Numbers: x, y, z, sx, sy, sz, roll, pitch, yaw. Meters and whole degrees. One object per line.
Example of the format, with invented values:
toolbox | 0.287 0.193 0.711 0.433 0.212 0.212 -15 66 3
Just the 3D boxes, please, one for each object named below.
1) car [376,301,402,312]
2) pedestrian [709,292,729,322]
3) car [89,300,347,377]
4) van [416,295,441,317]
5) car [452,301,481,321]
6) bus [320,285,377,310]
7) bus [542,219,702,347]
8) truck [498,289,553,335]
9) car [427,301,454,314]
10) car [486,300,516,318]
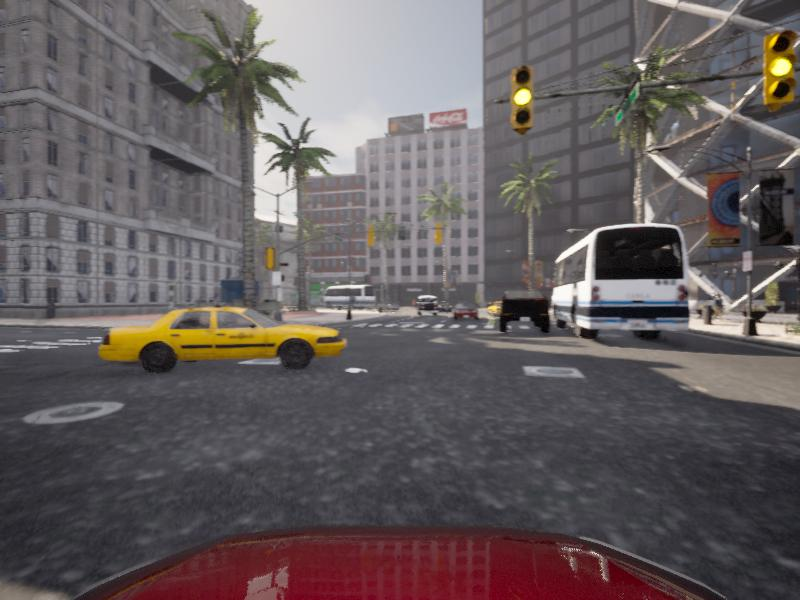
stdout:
car | -1.547 0.854 55.068 1.845 1.501 3.633 0 0 -33
pedestrian | 20.140 0.448 25.263 0.751 1.860 0.751 0 0 10
car | -4.027 0.819 9.668 5.366 1.575 1.801 -1 0 -6
van | 2.708 0.582 39.480 2.069 2.038 4.480 0 0 -1
car | 5.440 0.852 32.879 2.163 1.488 4.792 0 0 10
bus | -9.515 -0.482 72.899 10.273 4.253 3.944 0 0 35
bus | 9.286 -0.549 18.671 3.944 4.253 10.273 0 0 14
truck | 6.533 0.536 21.489 2.390 2.098 6.274 0 0 14
car | 4.896 0.862 48.879 1.970 1.475 3.806 0 0 -18
car | 9.688 0.795 38.741 1.801 1.575 5.366 0 0 3
